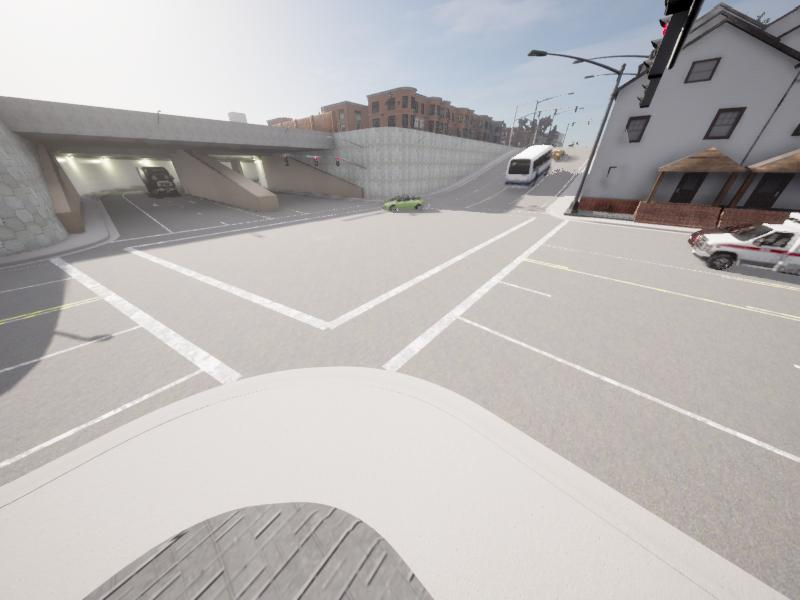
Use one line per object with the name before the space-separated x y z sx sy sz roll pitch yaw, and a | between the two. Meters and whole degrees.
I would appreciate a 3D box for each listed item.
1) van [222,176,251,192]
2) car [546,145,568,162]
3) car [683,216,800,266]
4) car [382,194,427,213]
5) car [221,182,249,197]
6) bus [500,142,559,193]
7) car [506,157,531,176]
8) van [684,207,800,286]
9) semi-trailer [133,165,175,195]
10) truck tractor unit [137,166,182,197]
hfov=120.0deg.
van | -32.130 -22.797 45.369 6.366 2.431 2.351 24 38 35
car | 28.967 -27.085 42.659 1.801 1.575 5.366 24 51 34
car | 18.599 -3.250 12.332 3.988 1.617 1.851 24 38 35
car | 0.439 -10.521 25.011 4.514 1.525 2.007 -7 31 -13
car | -26.849 -18.012 37.630 4.605 1.855 1.932 23 37 34
bus | 19.158 -19.761 34.146 3.944 4.253 10.273 23 50 35
car | 20.515 -23.161 39.936 2.152 1.651 5.027 23 51 35
van | 17.006 -1.978 9.308 6.366 2.431 2.351 24 38 35
semi-trailer | -45.640 -22.415 42.717 14.254 4.402 2.717 24 38 35
truck tractor unit | -39.721 -19.711 38.220 6.516 4.208 3.053 22 37 34
